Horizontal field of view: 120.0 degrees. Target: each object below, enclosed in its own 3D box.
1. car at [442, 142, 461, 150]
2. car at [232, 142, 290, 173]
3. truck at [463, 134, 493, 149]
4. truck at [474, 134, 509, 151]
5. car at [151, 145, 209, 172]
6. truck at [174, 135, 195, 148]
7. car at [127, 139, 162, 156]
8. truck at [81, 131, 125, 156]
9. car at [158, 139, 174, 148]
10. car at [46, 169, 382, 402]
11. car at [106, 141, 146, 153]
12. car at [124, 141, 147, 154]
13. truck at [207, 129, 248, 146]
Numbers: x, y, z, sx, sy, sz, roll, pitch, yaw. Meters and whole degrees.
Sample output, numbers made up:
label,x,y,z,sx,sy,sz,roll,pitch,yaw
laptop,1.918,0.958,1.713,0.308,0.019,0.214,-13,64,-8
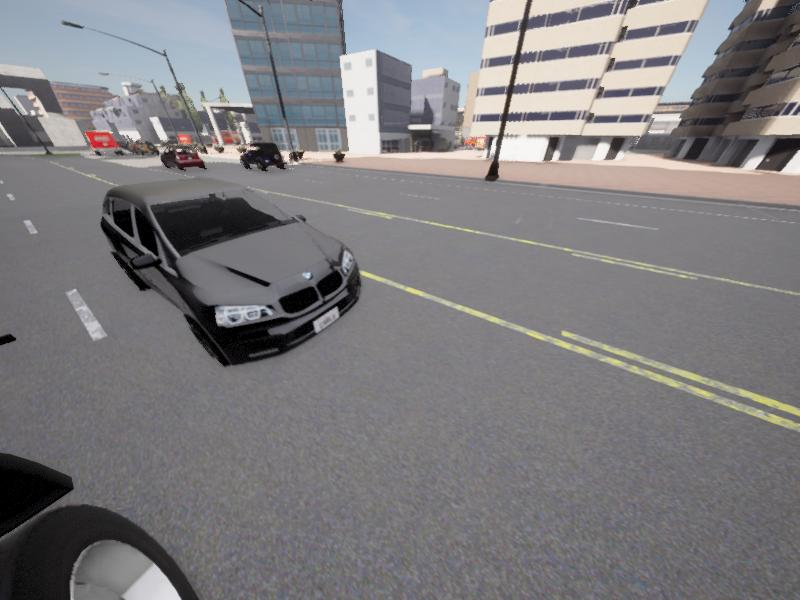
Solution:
label,x,y,z,sx,sy,sz,roll,pitch,yaw
car,15.967,-47.575,71.312,5.238,1.638,1.930,21,40,25
car,-10.991,-11.400,18.355,3.866,1.878,1.905,21,40,27
truck,25.513,-52.071,76.006,8.468,3.827,2.891,21,40,25
truck,26.994,-46.698,68.545,8.468,3.827,2.891,21,40,25
car,-17.734,-11.474,18.641,3.988,1.617,1.851,21,40,27
truck,-51.675,-38.105,55.375,2.627,2.467,5.204,-25,43,-32
car,-35.161,-21.032,31.808,4.605,1.855,1.932,24,42,30
truck,-39.640,-20.815,30.870,5.204,2.467,2.627,24,41,34
car,-53.269,-35.621,52.618,1.789,1.549,3.705,-22,41,-28
car,-2.839,-0.901,3.715,4.611,1.667,2.242,21,40,27
car,-49.022,-27.622,41.498,2.152,1.651,5.027,-8,36,-12
car,-41.087,-23.784,35.935,1.789,1.549,3.705,-29,45,-35
truck,-50.501,-47.850,68.046,2.891,3.827,8.468,27,43,32
